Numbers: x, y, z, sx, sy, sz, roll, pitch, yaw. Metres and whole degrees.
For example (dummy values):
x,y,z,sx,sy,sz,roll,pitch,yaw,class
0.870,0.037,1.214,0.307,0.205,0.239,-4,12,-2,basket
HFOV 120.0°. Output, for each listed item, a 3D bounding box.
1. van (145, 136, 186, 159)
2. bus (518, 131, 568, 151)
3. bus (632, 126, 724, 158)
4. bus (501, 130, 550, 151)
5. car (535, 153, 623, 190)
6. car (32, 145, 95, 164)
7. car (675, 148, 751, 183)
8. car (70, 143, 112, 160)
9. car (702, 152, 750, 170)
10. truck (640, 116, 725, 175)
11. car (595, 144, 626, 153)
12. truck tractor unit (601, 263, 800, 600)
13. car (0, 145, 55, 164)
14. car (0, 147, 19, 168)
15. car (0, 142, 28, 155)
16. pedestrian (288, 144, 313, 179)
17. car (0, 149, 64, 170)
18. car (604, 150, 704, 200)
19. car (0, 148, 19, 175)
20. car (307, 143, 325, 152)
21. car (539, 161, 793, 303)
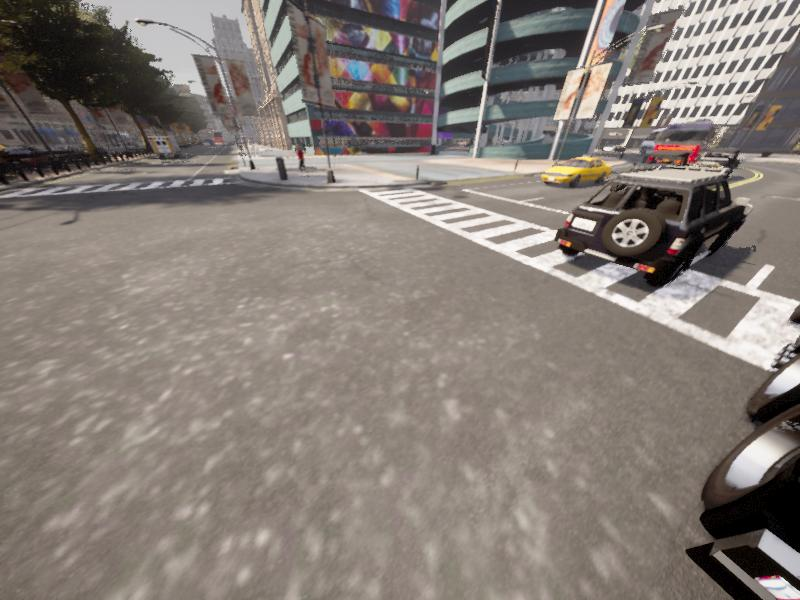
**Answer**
x,y,z,sx,sy,sz,roll,pitch,yaw,class
-32.933,-21.709,32.781,2.351,2.431,6.366,-18,39,-25,van
38.906,-43.795,63.595,3.944,4.253,10.273,-18,39,-25,bus
50.102,-29.055,42.520,3.944,4.253,10.273,1,35,0,bus
32.849,-42.091,61.089,3.944,4.253,10.273,-18,39,-25,bus
11.154,-8.116,14.393,5.366,1.575,1.801,-18,39,-25,car
-36.895,-16.154,25.562,2.128,1.511,4.902,-18,39,-25,car
22.005,-9.543,16.276,3.866,1.878,1.905,-19,39,-26,car
-40.239,-19.483,30.233,1.851,1.617,3.988,-18,39,-25,car
34.052,-14.686,24.301,1.895,1.301,4.718,26,42,32,car
26.033,-14.166,21.264,8.468,3.827,2.891,-25,42,-32,truck
48.832,-35.201,53.671,2.038,1.542,4.974,-9,36,-13,car
5.113,-0.298,0.780,6.516,4.208,3.053,-18,39,-24,truck tractor unit
-40.526,-15.718,24.917,1.837,1.490,4.892,-19,39,-25,car
-37.206,-12.498,20.290,2.007,1.525,4.514,-18,39,-25,car
-62.142,-23.075,35.216,5.366,1.575,1.801,-23,41,-30,car
-6.333,-8.896,14.799,0.751,1.860,0.751,13,37,18,pedestrian
-33.540,-12.792,20.885,1.994,1.385,4.181,-18,39,-25,car
12.987,-6.539,11.872,3.866,1.878,1.905,-19,39,-25,car
-29.888,-9.328,15.675,2.242,1.667,4.611,-18,39,-24,car
-17.885,-32.462,49.043,2.161,1.482,4.786,-18,39,-25,car
5.672,-1.831,5.045,4.605,1.855,1.932,-18,39,-25,car
